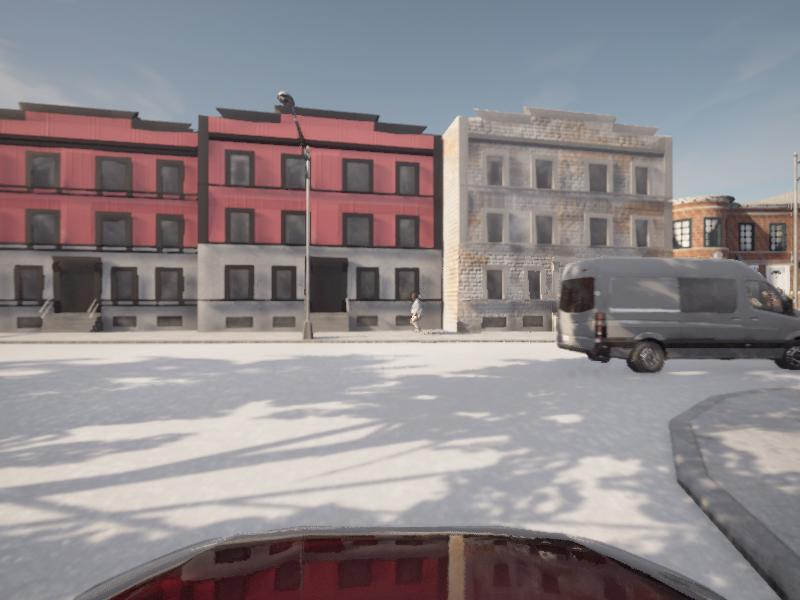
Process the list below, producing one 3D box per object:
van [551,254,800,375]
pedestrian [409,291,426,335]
[{"bbox_3d":[7.013,0.334,9.792,5.915,2.561,1.988,0,-1,-6],"label":"van"},{"bbox_3d":[0.761,0.557,17.537,0.751,1.860,0.751,0,0,0],"label":"pedestrian"}]
